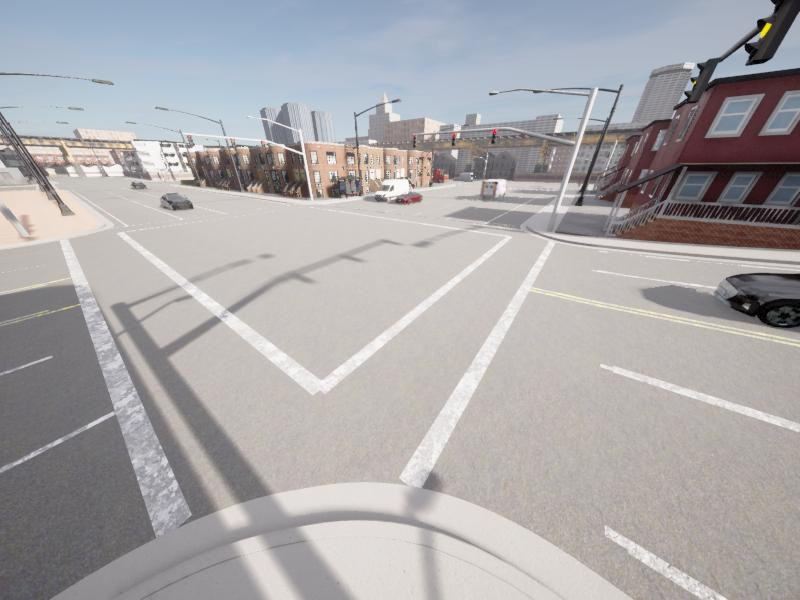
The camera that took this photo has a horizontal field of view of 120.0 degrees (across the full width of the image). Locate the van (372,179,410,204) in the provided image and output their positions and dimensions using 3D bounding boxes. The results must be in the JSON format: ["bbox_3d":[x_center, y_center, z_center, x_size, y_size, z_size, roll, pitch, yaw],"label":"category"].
[{"bbox_3d":[-1.095,-15.179,32.052,1.988,2.561,5.915,20,36,31],"label":"van"}]

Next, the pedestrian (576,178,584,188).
[{"bbox_3d":[40.364,-26.221,51.808,0.751,1.860,0.751,20,35,30],"label":"pedestrian"}]

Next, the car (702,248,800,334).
[{"bbox_3d":[12.056,0.004,5.797,4.856,1.649,2.033,15,33,33],"label":"car"}]

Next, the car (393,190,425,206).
[{"bbox_3d":[1.212,-13.283,29.938,1.994,1.385,4.181,20,36,31],"label":"car"}]

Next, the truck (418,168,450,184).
[{"bbox_3d":[9.725,-36.000,66.829,8.468,3.827,2.891,20,36,31],"label":"truck"}]

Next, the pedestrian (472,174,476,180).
[{"bbox_3d":[25.160,-41.691,78.298,0.751,1.860,0.751,13,32,21],"label":"pedestrian"}]

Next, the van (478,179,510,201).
[{"bbox_3d":[14.281,-16.695,34.786,2.351,2.431,6.366,20,36,31],"label":"van"}]

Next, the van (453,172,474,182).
[{"bbox_3d":[19.680,-38.215,71.950,5.915,2.561,1.988,22,37,33],"label":"van"}]

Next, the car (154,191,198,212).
[{"bbox_3d":[-25.064,-11.054,25.804,5.238,1.638,1.930,20,36,31],"label":"car"}]
